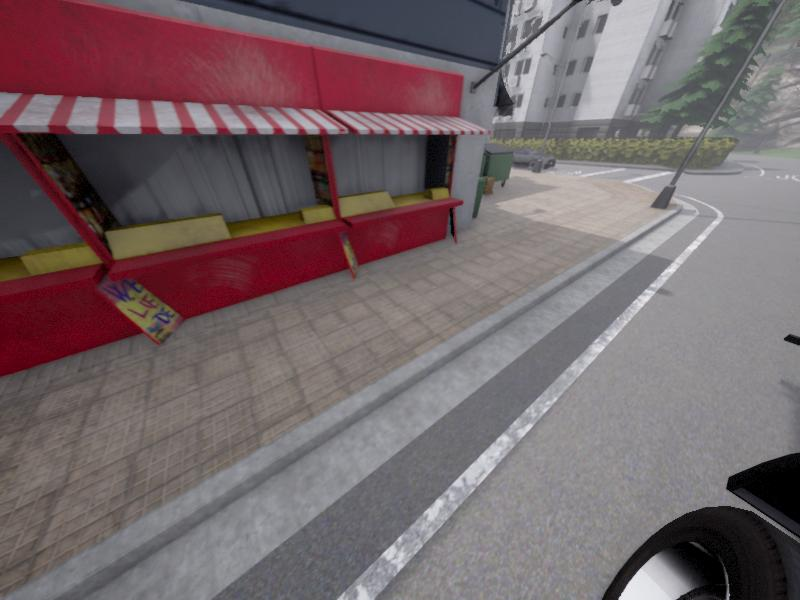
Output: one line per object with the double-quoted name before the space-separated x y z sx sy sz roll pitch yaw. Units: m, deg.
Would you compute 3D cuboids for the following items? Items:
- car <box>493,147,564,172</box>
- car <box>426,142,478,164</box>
"car" 9.744 -10.975 17.904 1.994 1.385 4.181 -23 41 -29
"car" 5.060 -14.754 23.040 2.242 1.667 4.611 -23 41 -29
